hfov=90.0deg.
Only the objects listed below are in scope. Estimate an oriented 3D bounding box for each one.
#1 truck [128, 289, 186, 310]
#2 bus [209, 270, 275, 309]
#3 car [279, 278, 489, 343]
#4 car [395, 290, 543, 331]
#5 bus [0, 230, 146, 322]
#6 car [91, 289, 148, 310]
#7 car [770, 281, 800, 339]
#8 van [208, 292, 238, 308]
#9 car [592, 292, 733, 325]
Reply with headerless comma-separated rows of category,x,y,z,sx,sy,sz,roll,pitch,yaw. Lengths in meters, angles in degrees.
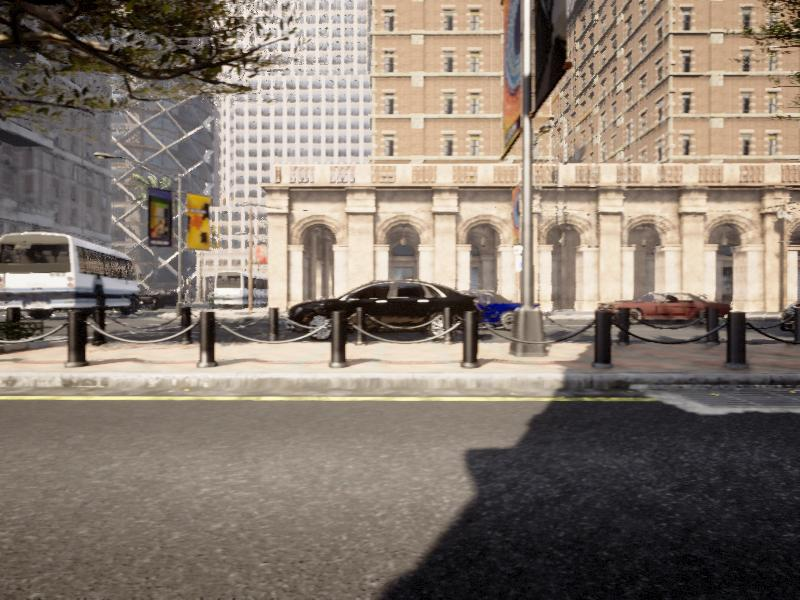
truck,-25.916,-0.071,43.081,2.390,2.098,6.274,0,0,1
bus,-18.964,-1.146,49.105,3.944,4.253,10.273,0,0,1
car,-0.371,0.244,10.252,4.892,1.490,1.837,0,0,1
car,2.203,0.343,13.729,4.718,1.301,1.895,0,0,1
bus,-18.971,-1.139,23.772,3.944,4.253,10.273,-2,1,-18
car,-29.423,-0.046,42.252,2.150,2.045,5.566,0,0,0
car,12.201,0.256,10.138,3.806,1.475,1.970,0,0,1
van,-22.321,-0.014,50.725,1.775,1.987,4.442,0,0,1
car,10.916,0.340,16.902,4.718,1.301,1.895,0,0,0
